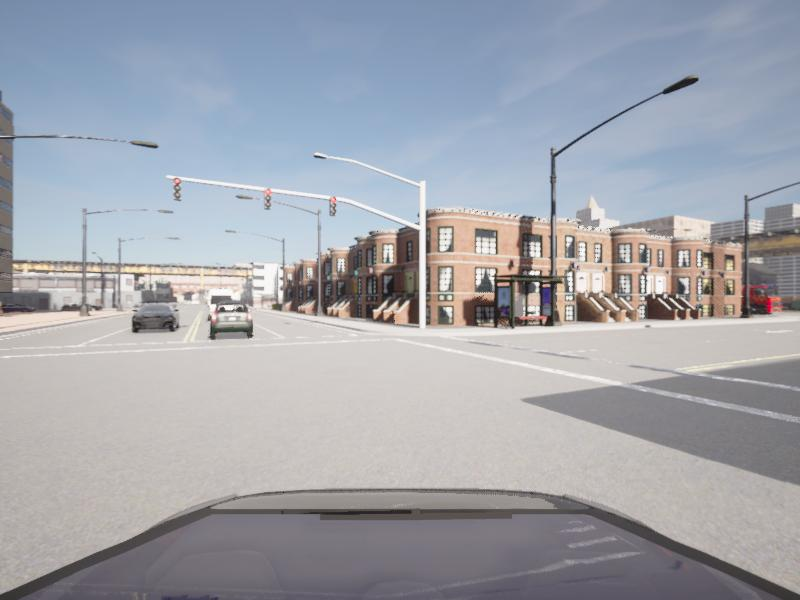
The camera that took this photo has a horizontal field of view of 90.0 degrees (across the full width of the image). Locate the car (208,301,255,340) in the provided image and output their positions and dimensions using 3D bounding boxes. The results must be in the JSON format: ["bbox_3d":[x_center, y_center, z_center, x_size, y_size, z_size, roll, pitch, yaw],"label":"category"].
[{"bbox_3d":[-7.965,0.862,18.805,1.851,1.617,3.988,0,0,-25],"label":"car"}]

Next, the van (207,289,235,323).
[{"bbox_3d":[-15.128,0.451,33.671,1.988,2.561,5.915,0,0,-26],"label":"van"}]

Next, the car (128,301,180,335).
[{"bbox_3d":[-13.309,0.857,21.933,1.930,1.638,5.238,0,0,-26],"label":"car"}]

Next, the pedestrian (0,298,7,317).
[{"bbox_3d":[-39.098,0.736,39.077,0.751,1.860,0.751,0,0,-12],"label":"pedestrian"}]

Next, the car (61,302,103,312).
[{"bbox_3d":[-53.724,1.151,67.733,5.238,1.638,1.930,-1,0,-27],"label":"car"}]

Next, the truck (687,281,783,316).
[{"bbox_3d":[39.893,-0.150,48.089,2.891,3.827,8.468,0,0,-26],"label":"truck"}]
